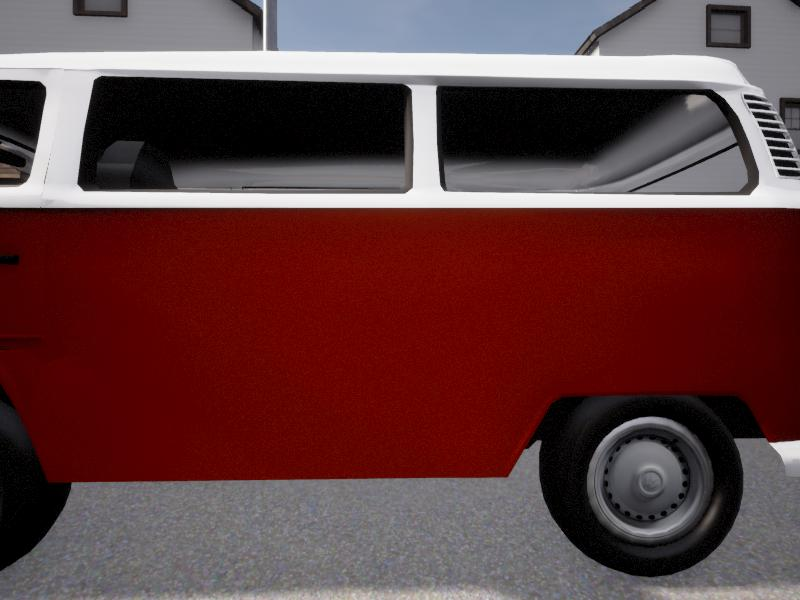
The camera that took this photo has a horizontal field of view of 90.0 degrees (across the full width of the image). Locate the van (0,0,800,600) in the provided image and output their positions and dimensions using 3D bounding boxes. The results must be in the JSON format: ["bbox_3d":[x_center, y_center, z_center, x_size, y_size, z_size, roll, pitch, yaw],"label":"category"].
[{"bbox_3d":[-0.423,-0.028,2.192,4.480,2.038,2.069,0,0,-2],"label":"van"}]
